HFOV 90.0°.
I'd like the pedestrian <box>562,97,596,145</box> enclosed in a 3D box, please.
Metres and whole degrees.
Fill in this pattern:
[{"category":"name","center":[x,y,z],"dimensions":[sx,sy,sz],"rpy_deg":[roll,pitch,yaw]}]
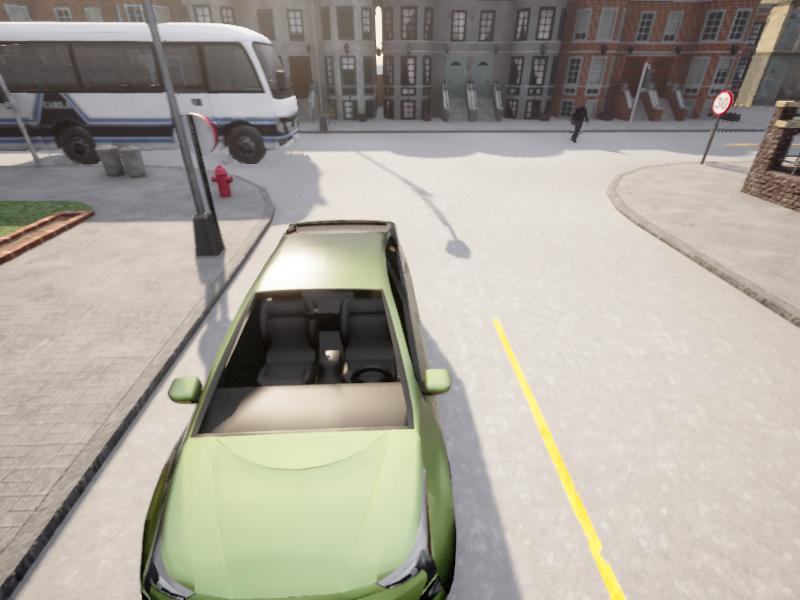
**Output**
[{"category":"pedestrian","center":[7.894,-7.929,17.697],"dimensions":[0.751,1.860,0.751],"rpy_deg":[-1,30,-2]}]

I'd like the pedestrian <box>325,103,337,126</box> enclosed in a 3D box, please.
[{"category":"pedestrian","center":[-3.860,-10.375,22.403],"dimensions":[0.500,1.100,0.500],"rpy_deg":[-2,30,-4]}]

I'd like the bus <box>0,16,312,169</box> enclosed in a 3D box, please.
[{"category":"bus","center":[-8.875,-7.376,14.392],"dimensions":[10.273,4.253,3.944],"rpy_deg":[-1,30,-2]}]

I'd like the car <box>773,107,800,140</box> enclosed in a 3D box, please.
[{"category":"car","center":[21.488,-8.569,19.430],"dimensions":[4.718,1.301,1.895],"rpy_deg":[-1,30,-2]}]

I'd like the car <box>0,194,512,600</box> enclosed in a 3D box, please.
[{"category":"car","center":[-0.674,0.371,3.856],"dimensions":[2.007,1.525,4.514],"rpy_deg":[-1,30,-2]}]
